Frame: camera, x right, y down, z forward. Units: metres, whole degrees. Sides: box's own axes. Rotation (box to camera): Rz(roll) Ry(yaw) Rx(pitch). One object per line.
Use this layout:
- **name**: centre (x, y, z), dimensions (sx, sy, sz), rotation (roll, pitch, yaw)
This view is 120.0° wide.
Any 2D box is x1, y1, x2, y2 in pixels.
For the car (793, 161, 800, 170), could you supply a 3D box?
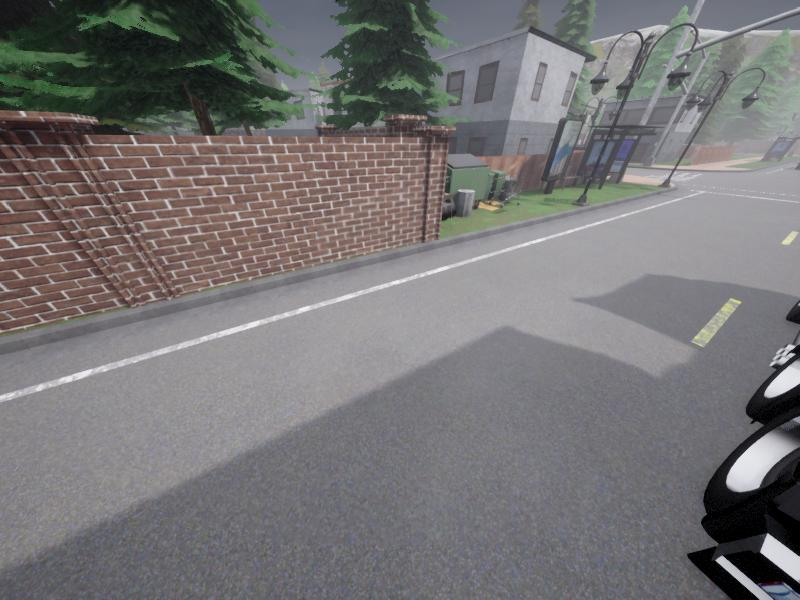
- **car**: centre (40.925, -13.684, 22.154), dimensions (5.566, 2.045, 2.150), rotation (-18, 39, -25)

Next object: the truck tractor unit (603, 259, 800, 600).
- **truck tractor unit**: centre (5.101, -0.311, 0.793), dimensions (6.516, 4.208, 3.053), rotation (-19, 39, -24)
